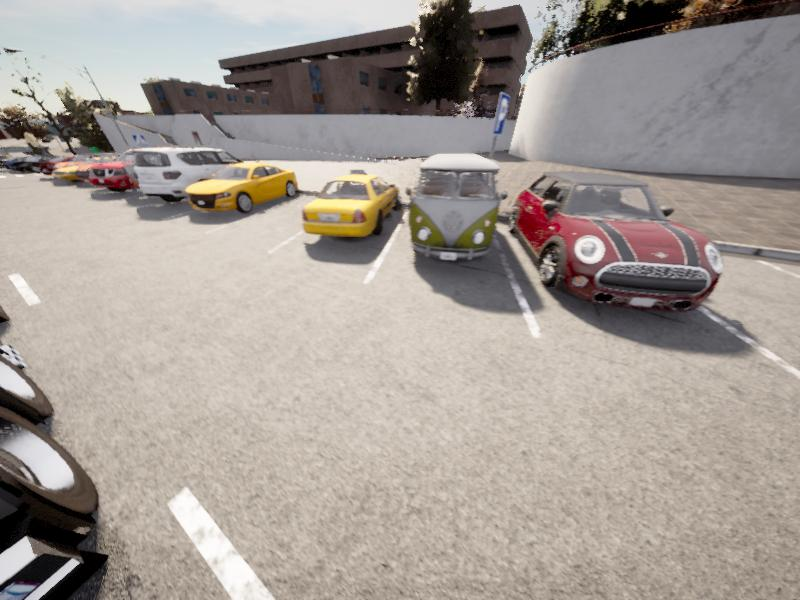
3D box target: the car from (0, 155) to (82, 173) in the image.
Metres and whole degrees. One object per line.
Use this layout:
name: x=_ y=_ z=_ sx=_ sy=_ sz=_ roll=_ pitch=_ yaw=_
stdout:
car: x=-42.444 y=-16.193 z=27.398 sx=2.097 sy=1.535 sz=5.008 roll=5 pitch=34 yaw=9

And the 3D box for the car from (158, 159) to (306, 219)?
car: x=-6.399 y=-4.949 z=9.827 sx=2.097 sy=1.535 sz=5.008 roll=6 pitch=35 yaw=8

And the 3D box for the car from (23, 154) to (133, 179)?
car: x=-27.018 y=-11.488 z=19.783 sx=2.097 sy=1.535 sz=5.008 roll=5 pitch=34 yaw=9

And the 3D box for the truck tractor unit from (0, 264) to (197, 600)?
truck tractor unit: x=-5.113 y=-0.300 z=0.776 sx=6.516 sy=4.208 sz=3.053 roll=18 pitch=39 yaw=24

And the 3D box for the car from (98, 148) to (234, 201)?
car: x=-11.576 y=-6.736 z=12.074 sx=1.878 sy=1.987 sz=4.442 roll=6 pitch=34 yaw=8

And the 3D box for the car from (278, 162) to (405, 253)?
car: x=-1.219 y=-3.372 z=7.512 sx=1.946 sy=1.575 sz=5.366 roll=6 pitch=35 yaw=8

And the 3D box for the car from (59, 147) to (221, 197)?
car: x=-14.134 y=-7.630 z=13.370 sx=2.435 sy=2.045 sz=5.566 roll=6 pitch=34 yaw=8

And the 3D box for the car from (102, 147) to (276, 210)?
car: x=-8.979 y=-6.007 z=10.939 sx=2.435 sy=2.045 sz=5.566 roll=5 pitch=34 yaw=9

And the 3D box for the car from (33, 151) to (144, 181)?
car: x=-24.431 y=-10.813 z=18.487 sx=2.185 sy=1.767 sz=4.553 roll=5 pitch=34 yaw=9

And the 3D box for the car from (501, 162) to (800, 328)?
car: x=3.918 y=-1.703 z=4.856 sx=2.185 sy=1.767 sz=4.553 roll=6 pitch=35 yaw=8

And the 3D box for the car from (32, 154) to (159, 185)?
car: x=-21.888 y=-9.786 z=17.122 sx=1.946 sy=1.575 sz=5.366 roll=5 pitch=34 yaw=9

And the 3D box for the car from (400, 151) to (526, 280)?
car: x=1.317 y=-2.546 z=5.909 sx=1.878 sy=1.987 sz=4.442 roll=6 pitch=35 yaw=8

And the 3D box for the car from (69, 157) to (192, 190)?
car: x=-16.709 y=-8.228 z=14.803 sx=2.002 sy=1.452 sz=4.674 roll=6 pitch=34 yaw=8

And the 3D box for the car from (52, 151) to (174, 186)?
car: x=-19.281 y=-9.195 z=15.982 sx=2.185 sy=1.767 sz=4.553 roll=5 pitch=34 yaw=9

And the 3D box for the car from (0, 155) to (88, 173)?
car: x=-39.883 y=-15.423 z=26.124 sx=2.097 sy=1.535 sz=5.008 roll=5 pitch=34 yaw=9
